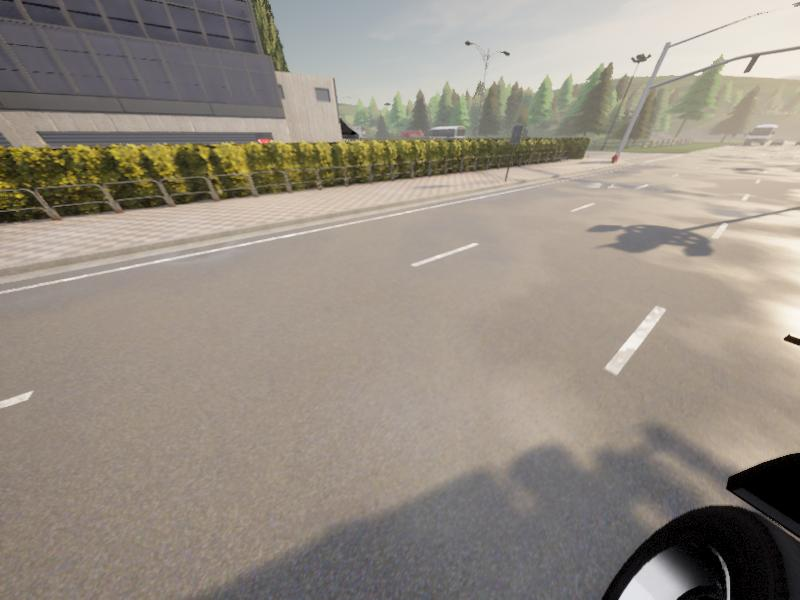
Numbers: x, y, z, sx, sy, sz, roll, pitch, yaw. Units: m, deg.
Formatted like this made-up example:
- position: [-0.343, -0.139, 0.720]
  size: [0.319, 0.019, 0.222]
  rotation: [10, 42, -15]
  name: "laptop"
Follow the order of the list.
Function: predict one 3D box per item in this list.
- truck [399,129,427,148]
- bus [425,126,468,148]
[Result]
- position: [3.322, -43.045, 61.538]
  size: [2.891, 3.827, 8.468]
  rotation: [-22, 41, -28]
  name: "truck"
- position: [11.109, -40.212, 57.086]
  size: [3.944, 4.253, 10.273]
  rotation: [-22, 41, -28]
  name: "bus"
